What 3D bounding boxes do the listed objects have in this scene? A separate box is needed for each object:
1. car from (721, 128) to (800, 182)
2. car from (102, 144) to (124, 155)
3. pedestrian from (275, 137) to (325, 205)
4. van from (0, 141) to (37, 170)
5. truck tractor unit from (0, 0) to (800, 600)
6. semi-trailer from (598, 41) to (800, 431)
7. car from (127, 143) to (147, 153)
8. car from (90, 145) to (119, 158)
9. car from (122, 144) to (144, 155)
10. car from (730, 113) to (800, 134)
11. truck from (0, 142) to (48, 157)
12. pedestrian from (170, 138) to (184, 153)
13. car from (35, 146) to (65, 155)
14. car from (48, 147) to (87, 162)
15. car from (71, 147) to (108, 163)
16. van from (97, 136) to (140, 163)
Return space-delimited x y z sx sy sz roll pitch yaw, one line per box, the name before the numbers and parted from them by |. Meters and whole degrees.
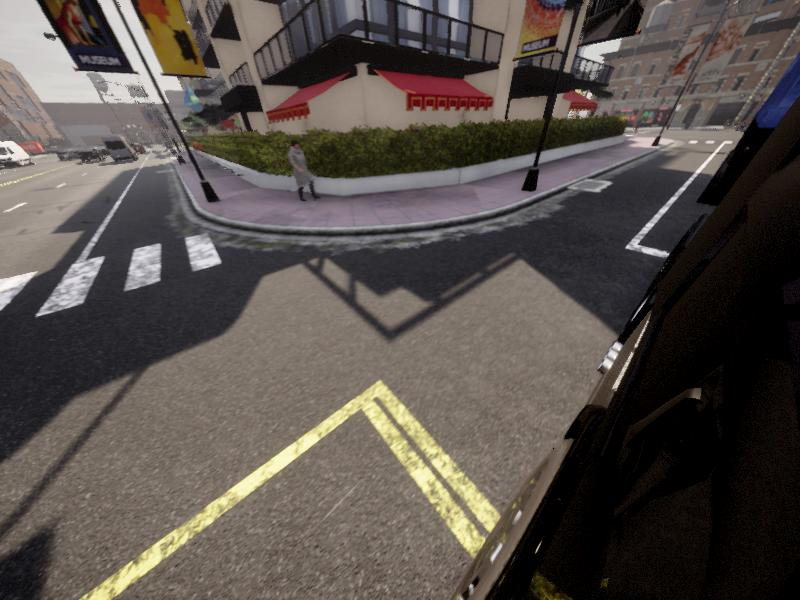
car | 16.194 -6.437 10.001 5.357 1.411 2.033 -28 44 -30
car | -56.052 -29.490 45.153 1.851 1.617 3.988 -29 44 -30
pedestrian | -3.256 -4.268 7.684 0.751 1.860 0.751 16 41 24
van | -47.068 -17.326 27.573 1.988 2.561 5.915 -29 44 -30
truck tractor unit | 2.645 -0.295 0.351 6.516 4.208 3.053 -28 44 -30
semi-trailer | 8.692 -3.618 4.221 14.254 4.402 2.717 -28 44 -30
car | -53.366 -30.865 46.923 1.970 1.475 3.806 -29 44 -30
car | -49.261 -24.911 38.627 2.038 1.542 4.974 -29 44 -30
car | -46.611 -26.338 40.405 1.816 1.474 4.193 -29 44 -30
car | 41.440 -19.525 25.587 2.152 1.651 5.027 -10 38 -10
truck | -89.175 -35.838 54.926 5.204 2.467 2.627 -28 44 -30
pedestrian | -34.743 -24.023 35.953 0.751 1.860 0.751 -23 41 -25
car | -89.121 -38.169 58.920 3.806 1.475 1.970 -28 44 -30
car | -49.439 -21.776 34.493 2.128 1.511 4.902 -29 44 -30
car | -40.744 -19.147 30.455 1.837 1.490 4.892 -29 44 -30
van | -35.113 -18.996 29.025 1.988 2.561 5.915 -29 44 -30
